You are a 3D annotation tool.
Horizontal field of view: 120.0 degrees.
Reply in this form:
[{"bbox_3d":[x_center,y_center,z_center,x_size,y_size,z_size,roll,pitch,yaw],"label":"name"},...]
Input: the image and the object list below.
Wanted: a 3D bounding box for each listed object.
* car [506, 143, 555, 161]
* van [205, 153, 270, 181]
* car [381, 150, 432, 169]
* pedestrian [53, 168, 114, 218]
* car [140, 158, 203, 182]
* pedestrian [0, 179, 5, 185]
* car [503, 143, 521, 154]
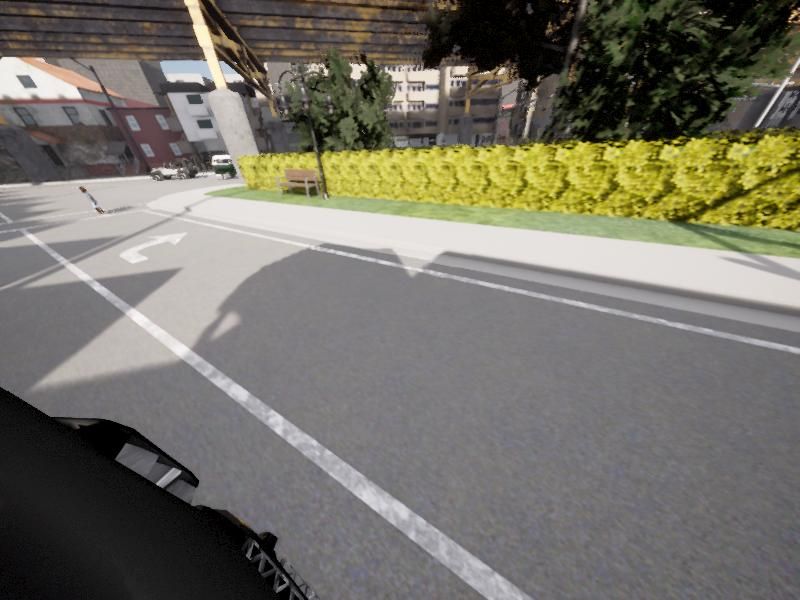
[{"bbox_3d":[16.514,-18.867,29.396,5.027,1.651,2.152,-10,34,-11],"label":"car"},{"bbox_3d":[-15.880,-13.257,22.966,4.480,2.038,2.069,-10,34,-11],"label":"van"},{"bbox_3d":[0.732,-16.038,26.342,5.366,1.575,1.801,-10,35,-11],"label":"car"},{"bbox_3d":[-13.751,-4.674,10.135,0.751,1.860,0.751,26,43,36],"label":"pedestrian"},{"bbox_3d":[-23.934,-13.766,24.437,3.866,1.878,1.905,-10,35,-11],"label":"car"},{"bbox_3d":[-46.478,-13.788,26.478,0.500,1.100,0.500,-3,34,-1],"label":"pedestrian"},{"bbox_3d":[21.754,-29.648,45.128,2.038,1.542,4.974,4,34,10],"label":"car"}]
